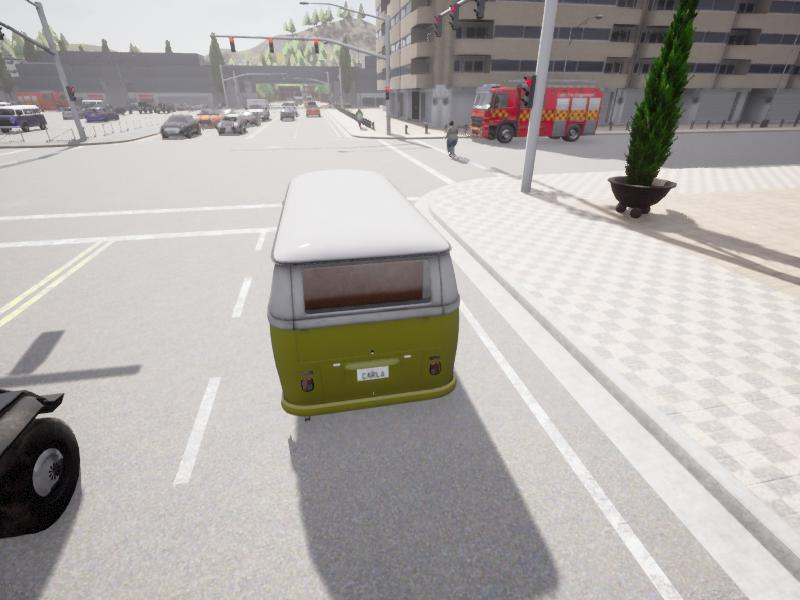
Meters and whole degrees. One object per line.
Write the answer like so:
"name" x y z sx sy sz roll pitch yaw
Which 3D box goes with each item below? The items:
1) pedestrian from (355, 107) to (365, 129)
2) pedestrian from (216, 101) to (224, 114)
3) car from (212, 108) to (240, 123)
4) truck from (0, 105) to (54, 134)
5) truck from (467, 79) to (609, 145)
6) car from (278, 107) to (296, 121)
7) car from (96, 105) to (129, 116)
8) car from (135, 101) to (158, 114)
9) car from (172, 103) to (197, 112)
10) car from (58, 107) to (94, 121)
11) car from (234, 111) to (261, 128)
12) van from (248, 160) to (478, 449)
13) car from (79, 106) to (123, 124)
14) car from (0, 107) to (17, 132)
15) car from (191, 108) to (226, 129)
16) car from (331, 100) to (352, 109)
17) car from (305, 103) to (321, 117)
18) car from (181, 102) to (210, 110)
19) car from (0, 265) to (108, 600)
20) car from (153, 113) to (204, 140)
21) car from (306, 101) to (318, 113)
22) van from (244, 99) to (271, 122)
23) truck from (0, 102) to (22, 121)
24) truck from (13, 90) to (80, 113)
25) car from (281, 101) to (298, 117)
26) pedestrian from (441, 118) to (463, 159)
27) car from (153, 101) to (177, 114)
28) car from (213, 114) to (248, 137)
"pedestrian" -3.701 -16.707 36.697 0.751 1.860 0.751 -5 28 -10
"pedestrian" -28.897 -30.905 64.360 0.751 1.860 0.751 -6 28 -11
"car" -21.274 -22.659 49.106 2.163 1.488 4.792 -5 28 -10
"truck" -32.343 -15.444 34.104 2.069 2.038 4.478 -5 28 -10
"truck" 9.339 -13.069 27.716 8.468 3.827 2.891 -5 28 -10
"car" -15.112 -24.988 53.722 2.033 1.411 5.357 -6 28 -11
"car" -44.210 -29.218 61.640 2.033 1.415 5.357 -5 28 -10
"car" -42.799 -32.556 67.622 1.905 1.878 3.866 -5 28 -10
"car" -43.407 -38.797 80.631 3.806 1.475 1.970 -5 28 -10
"car" -42.056 -24.270 52.025 1.970 1.475 3.806 -5 28 -10
"car" -16.288 -19.413 42.906 1.994 1.385 4.181 -5 28 -10
"van" -0.681 -0.529 5.469 1.775 1.987 4.442 -5 28 -10
"car" -35.285 -21.953 47.349 2.242 1.667 4.611 -5 28 -10
"car" -35.169 -15.070 33.586 1.932 1.855 4.605 -5 28 -10
"car" -19.403 -18.564 40.792 2.097 1.767 4.553 -5 28 -10
"car" -13.893 -46.670 95.371 4.605 1.855 1.932 -5 28 -10
"car" -13.296 -28.989 61.071 2.097 1.767 4.553 -5 28 -10
"car" -44.292 -42.065 86.771 4.974 1.542 2.038 -5 28 -9
"car" -3.361 1.529 1.573 1.905 1.878 3.866 -5 28 -10
"car" -17.287 -13.700 31.514 2.033 1.649 4.856 -5 27 -10
"car" -16.086 -35.342 73.344 1.905 1.878 3.866 -5 28 -10
"van" -18.383 -24.615 51.870 2.351 2.431 6.366 -5 28 -10
"truck" -50.564 -23.778 50.344 2.069 2.038 4.478 -5 28 -10
"truck" -67.362 -37.970 76.390 8.468 3.827 2.891 -5 28 -9
"car" -17.259 -30.005 62.779 2.150 2.045 5.566 -5 28 -10
"pedestrian" 2.630 -8.205 20.360 0.751 1.860 0.751 -9 29 -17
"car" -39.949 -32.793 68.073 1.932 1.855 4.605 -5 28 -10
"car" -14.238 -14.818 33.844 1.970 1.475 3.806 -5 28 -10
